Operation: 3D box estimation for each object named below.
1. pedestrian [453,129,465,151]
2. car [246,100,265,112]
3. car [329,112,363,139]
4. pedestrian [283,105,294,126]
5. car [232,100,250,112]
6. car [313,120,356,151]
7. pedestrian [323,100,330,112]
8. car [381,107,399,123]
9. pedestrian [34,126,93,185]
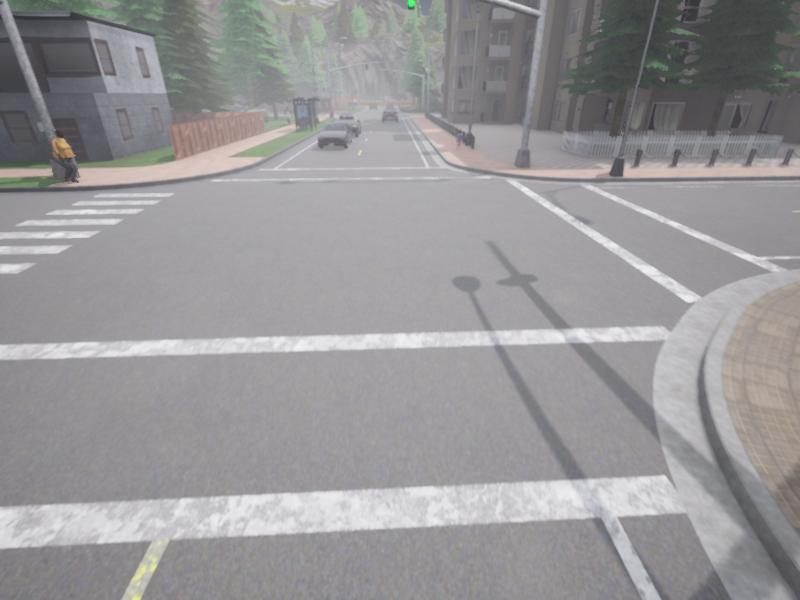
[{"bbox_3d":[3.282,-8.969,22.418,0.500,1.100,0.500,-1,27,-3],"label":"pedestrian"},{"bbox_3d":[-26.870,-36.112,74.419,1.932,1.855,4.605,-1,27,-2],"label":"car"},{"bbox_3d":[-4.308,-14.264,32.537,2.152,1.651,5.027,-1,27,-1],"label":"car"},{"bbox_3d":[-11.118,-18.364,39.873,0.751,1.860,0.751,-3,27,-5],"label":"pedestrian"},{"bbox_3d":[-29.364,-35.877,73.976,1.905,1.878,3.866,-1,27,-2],"label":"car"},{"bbox_3d":[-4.149,-10.835,26.129,2.033,1.411,5.357,-1,27,-1],"label":"car"},{"bbox_3d":[-13.109,-34.607,71.398,0.751,1.860,0.751,-21,34,-35],"label":"pedestrian"},{"bbox_3d":[-1.195,-22.347,48.319,2.038,1.542,4.974,-1,27,-1],"label":"car"},{"bbox_3d":[-11.670,-5.024,13.937,0.751,1.860,0.751,2,27,5],"label":"pedestrian"}]
